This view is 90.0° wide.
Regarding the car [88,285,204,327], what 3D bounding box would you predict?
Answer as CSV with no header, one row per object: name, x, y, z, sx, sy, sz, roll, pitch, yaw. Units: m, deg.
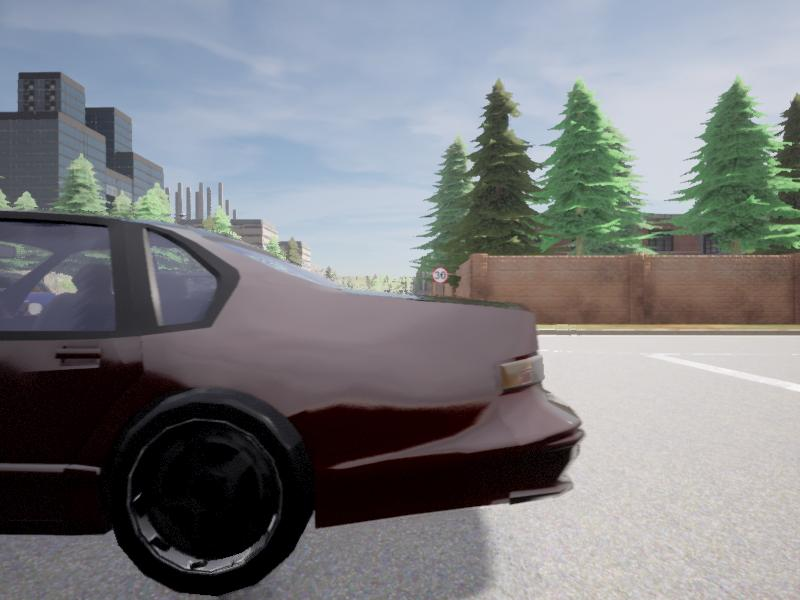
car,-10.400,0.228,16.885,2.007,1.525,4.514,0,0,0

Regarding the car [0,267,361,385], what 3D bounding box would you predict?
car,-2.765,0.307,5.755,4.181,1.385,1.994,0,0,2

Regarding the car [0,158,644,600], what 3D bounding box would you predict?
car,-1.950,0.295,2.235,5.357,1.411,2.033,0,0,1

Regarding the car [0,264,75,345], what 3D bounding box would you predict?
car,-9.764,0.095,8.738,2.097,1.767,4.553,0,0,-8
